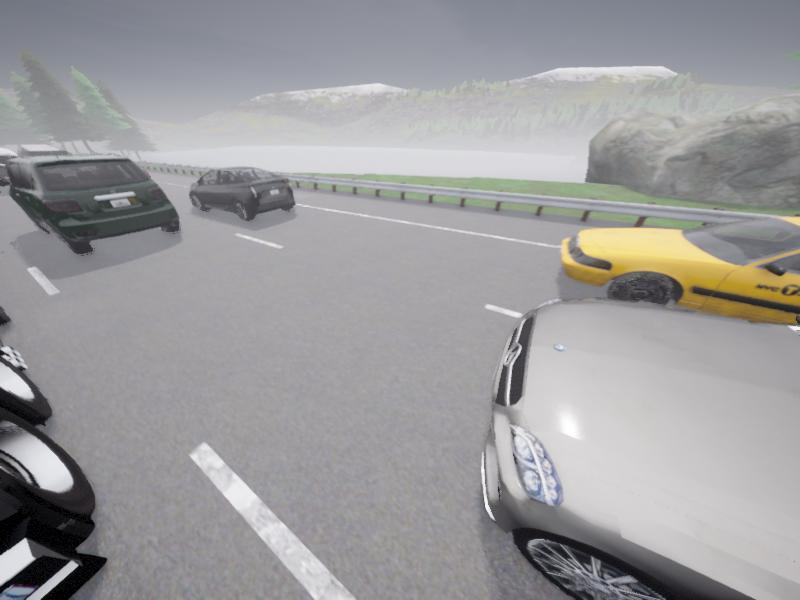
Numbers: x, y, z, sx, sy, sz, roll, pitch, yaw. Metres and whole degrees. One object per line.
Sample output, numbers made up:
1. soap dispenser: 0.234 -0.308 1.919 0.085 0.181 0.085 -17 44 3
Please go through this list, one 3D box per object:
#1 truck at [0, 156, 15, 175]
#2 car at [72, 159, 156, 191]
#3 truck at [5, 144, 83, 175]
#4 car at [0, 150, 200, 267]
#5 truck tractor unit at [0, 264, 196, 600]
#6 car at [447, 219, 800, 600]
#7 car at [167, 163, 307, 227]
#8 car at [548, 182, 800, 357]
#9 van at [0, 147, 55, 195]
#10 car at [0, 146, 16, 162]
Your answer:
1. truck: -36.660 -12.156 19.681 5.204 2.467 2.627 18 39 24
2. car: -17.611 -7.783 14.236 4.718 1.301 1.895 18 39 24
3. truck: -32.528 -12.968 21.132 6.274 2.098 2.390 18 39 24
4. car: -8.728 -2.893 6.460 5.566 2.045 2.150 18 39 24
5. truck tractor unit: -5.112 -0.298 0.790 6.516 4.208 3.053 18 39 24
6. car: 3.057 1.121 0.949 5.027 1.651 2.152 18 39 24
7. car: -6.017 -4.104 8.629 4.514 1.525 2.007 18 39 25
8. car: 5.395 -0.407 3.165 5.366 1.575 1.801 18 39 24
9. van: -22.527 -7.379 13.052 4.480 2.038 2.069 18 39 24
10. car: -56.891 -20.460 32.337 4.605 1.855 1.932 16 38 21
